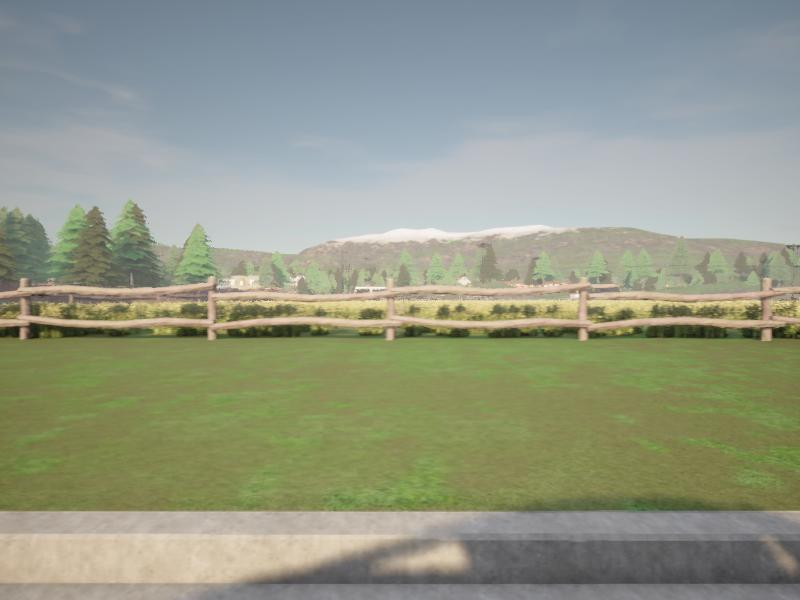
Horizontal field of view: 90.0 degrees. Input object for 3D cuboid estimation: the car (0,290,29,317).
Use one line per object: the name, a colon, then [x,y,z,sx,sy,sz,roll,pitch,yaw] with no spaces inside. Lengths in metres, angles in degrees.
car: [-24.332,0.221,22.339,2.038,1.542,4.974,0,0,33]

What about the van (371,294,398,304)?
van: [-3.720,-0.228,95.036,6.366,2.431,2.351,0,0,0]

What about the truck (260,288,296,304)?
truck: [-30.313,-0.933,99.647,8.468,3.827,2.891,0,0,-15]

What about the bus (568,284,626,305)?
bus: [41.661,-1.127,84.862,10.273,4.253,3.944,0,0,0]

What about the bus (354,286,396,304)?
bus: [-6.057,-1.140,98.648,10.273,4.253,3.944,0,0,0]
